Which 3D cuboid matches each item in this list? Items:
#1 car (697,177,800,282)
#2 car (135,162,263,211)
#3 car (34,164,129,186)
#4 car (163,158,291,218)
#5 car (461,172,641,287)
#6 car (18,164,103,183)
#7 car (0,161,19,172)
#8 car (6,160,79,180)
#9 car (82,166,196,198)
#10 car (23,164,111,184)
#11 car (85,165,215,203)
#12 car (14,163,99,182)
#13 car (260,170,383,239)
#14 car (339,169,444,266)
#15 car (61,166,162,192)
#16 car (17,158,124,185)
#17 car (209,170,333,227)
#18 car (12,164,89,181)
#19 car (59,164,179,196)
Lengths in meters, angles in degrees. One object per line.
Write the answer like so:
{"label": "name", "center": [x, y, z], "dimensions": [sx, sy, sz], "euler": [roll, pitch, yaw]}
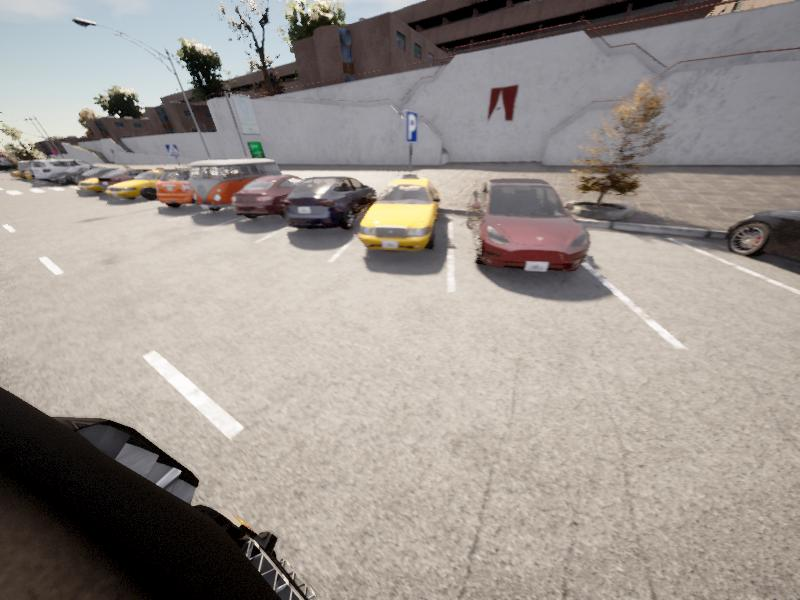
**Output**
{"label": "car", "center": [8.010, -0.722, 3.317], "dimensions": [2.002, 1.452, 4.674], "euler": [4, 33, 9]}
{"label": "car", "center": [-10.066, -6.174, 12.246], "dimensions": [2.185, 1.767, 4.553], "euler": [5, 33, 9]}
{"label": "car", "center": [-30.685, -12.292, 22.591], "dimensions": [2.231, 1.521, 4.892], "euler": [5, 33, 9]}
{"label": "car", "center": [-7.490, -5.436, 10.834], "dimensions": [1.878, 1.987, 4.442], "euler": [5, 33, 9]}
{"label": "car", "center": [2.847, -2.218, 5.885], "dimensions": [2.163, 1.488, 4.792], "euler": [5, 33, 9]}
{"label": "car", "center": [-38.434, -14.585, 26.440], "dimensions": [2.231, 1.521, 4.892], "euler": [4, 33, 9]}
{"label": "car", "center": [-93.984, -31.173, 53.959], "dimensions": [1.878, 1.987, 4.442], "euler": [4, 33, 10]}
{"label": "car", "center": [-46.190, -17.004, 30.093], "dimensions": [1.878, 1.987, 4.442], "euler": [5, 33, 9]}
{"label": "car", "center": [-17.795, -8.409, 16.219], "dimensions": [2.163, 1.488, 4.792], "euler": [5, 33, 9]}
{"label": "car", "center": [-35.846, -13.827, 25.159], "dimensions": [2.097, 1.535, 5.008], "euler": [5, 33, 9]}
{"label": "car", "center": [-15.248, -7.542, 14.744], "dimensions": [1.946, 1.575, 5.366], "euler": [5, 33, 9]}
{"label": "car", "center": [-40.979, -15.455, 27.885], "dimensions": [1.946, 1.575, 5.366], "euler": [4, 33, 9]}
{"label": "car", "center": [-2.311, -3.767, 8.522], "dimensions": [2.163, 1.488, 4.792], "euler": [4, 33, 9]}
{"label": "car", "center": [0.243, -2.919, 7.031], "dimensions": [1.946, 1.575, 5.366], "euler": [5, 33, 9]}
{"label": "car", "center": [-22.959, -9.938, 18.756], "dimensions": [2.002, 1.452, 4.674], "euler": [4, 33, 9]}
{"label": "car", "center": [-33.278, -13.286, 23.759], "dimensions": [2.435, 2.045, 5.566], "euler": [4, 33, 9]}
{"label": "car", "center": [-4.897, -4.508, 9.787], "dimensions": [2.002, 1.452, 4.674], "euler": [4, 33, 9]}
{"label": "car", "center": [-43.586, -16.105, 29.063], "dimensions": [2.163, 1.488, 4.792], "euler": [4, 33, 9]}
{"label": "car", "center": [-20.408, -9.101, 17.302], "dimensions": [1.946, 1.575, 5.366], "euler": [5, 33, 9]}
